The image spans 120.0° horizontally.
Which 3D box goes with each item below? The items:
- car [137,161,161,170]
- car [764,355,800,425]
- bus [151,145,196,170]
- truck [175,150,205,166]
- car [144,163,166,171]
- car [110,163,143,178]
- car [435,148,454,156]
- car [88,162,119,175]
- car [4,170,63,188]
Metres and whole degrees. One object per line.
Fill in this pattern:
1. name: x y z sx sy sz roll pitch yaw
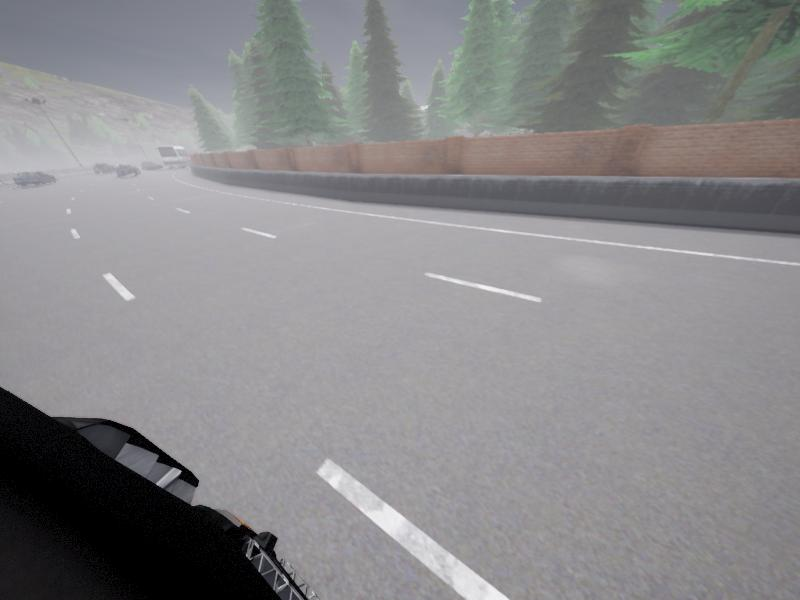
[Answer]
1. car: -59.759 -32.184 55.122 2.033 1.649 4.856 -16 36 -19
2. car: 5.373 1.274 0.189 4.856 1.649 2.033 16 38 25
3. bus: -51.537 -32.852 53.197 3.944 4.253 10.273 -17 36 -20
4. truck: -63.598 -43.379 70.296 2.891 3.827 8.468 -11 35 -13
5. car: -52.304 -28.495 49.353 1.895 1.301 4.718 -18 37 -22
6. car: -41.285 -19.710 35.056 2.152 1.651 5.027 -25 39 -29
7. car: 10.782 -36.327 56.652 1.812 1.442 4.674 -23 38 -27
8. car: -57.303 -25.594 44.803 1.932 1.855 4.605 -19 37 -23
9. car: -43.109 -14.385 27.354 2.033 1.411 5.357 -24 39 -29
